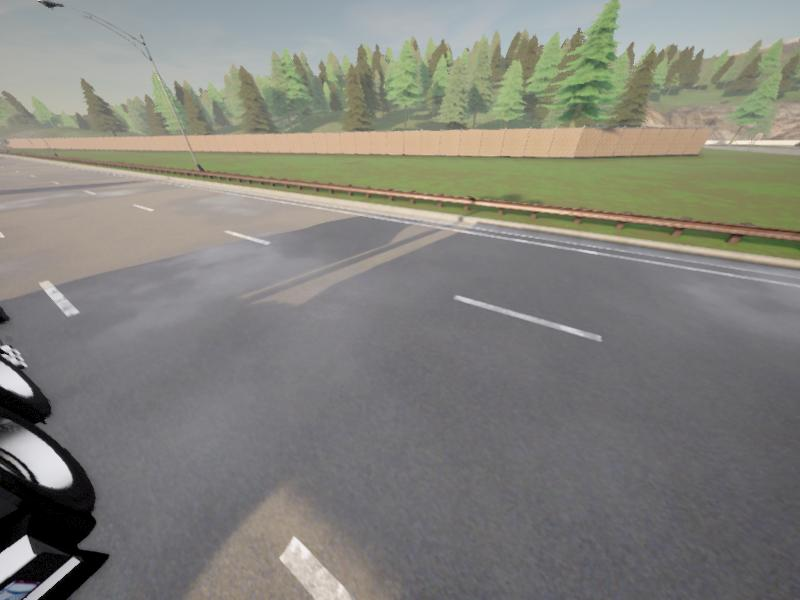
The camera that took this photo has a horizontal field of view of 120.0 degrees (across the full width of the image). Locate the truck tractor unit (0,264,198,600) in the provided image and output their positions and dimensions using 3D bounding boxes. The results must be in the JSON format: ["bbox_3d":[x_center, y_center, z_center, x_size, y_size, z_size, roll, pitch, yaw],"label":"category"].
[{"bbox_3d":[-5.118,-0.292,0.779,6.516,4.208,3.053,18,39,24],"label":"truck tractor unit"}]
